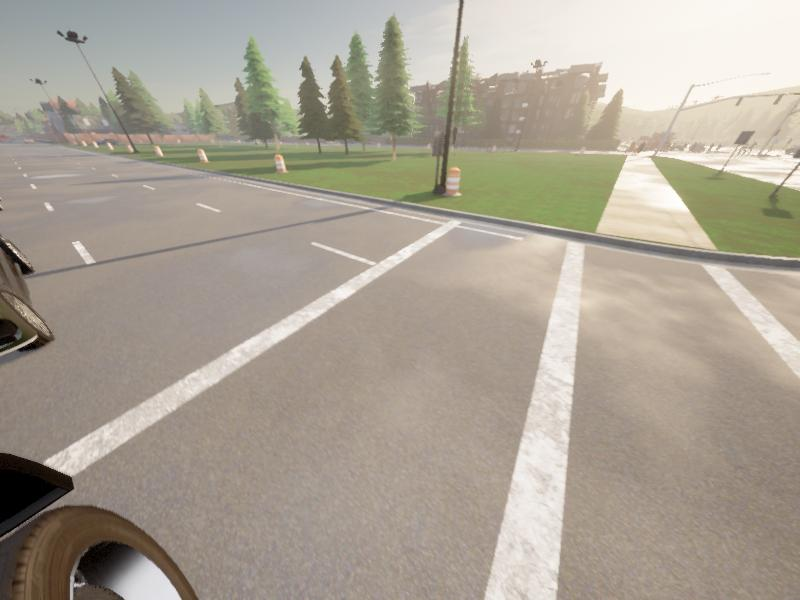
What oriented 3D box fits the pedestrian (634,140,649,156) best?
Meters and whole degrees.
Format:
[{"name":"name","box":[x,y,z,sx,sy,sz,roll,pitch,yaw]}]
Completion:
[{"name":"pedestrian","box":[36.138,-22.755,34.570,0.751,1.860,0.751,23,41,29]}]

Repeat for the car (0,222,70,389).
[{"name":"car","box":[-6.743,-0.267,2.819,5.027,1.651,2.152,22,41,28]}]

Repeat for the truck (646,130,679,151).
[{"name":"truck","box":[62.367,-38.097,55.159,2.891,3.827,8.468,22,41,28]}]

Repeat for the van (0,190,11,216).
[{"name":"van","box":[-15.692,-4.062,7.809,4.442,1.987,1.775,22,41,28]}]

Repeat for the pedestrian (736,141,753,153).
[{"name":"pedestrian","box":[63.473,-28.200,42.530,0.751,1.860,0.751,17,39,22]}]

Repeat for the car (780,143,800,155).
[{"name":"car","box":[73.412,-27.623,42.297,1.930,1.638,5.238,22,41,28]}]

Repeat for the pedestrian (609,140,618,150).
[{"name":"pedestrian","box":[47.344,-34.381,51.155,0.751,1.860,0.751,21,40,26]}]
